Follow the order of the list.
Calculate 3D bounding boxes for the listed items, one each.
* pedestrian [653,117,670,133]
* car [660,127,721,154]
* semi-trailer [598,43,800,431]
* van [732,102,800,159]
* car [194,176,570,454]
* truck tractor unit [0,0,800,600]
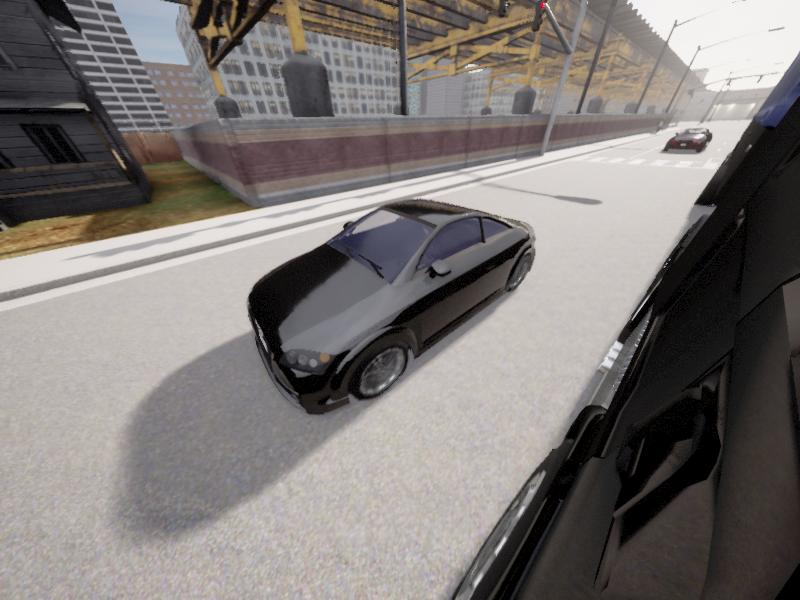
[{"bbox_3d":[37.540,-25.139,33.219,0.751,1.860,0.751,-25,43,-27],"label":"pedestrian"},{"bbox_3d":[21.739,-12.007,17.297,4.181,1.385,1.994,-27,43,-29],"label":"car"},{"bbox_3d":[8.696,-3.590,4.253,14.254,4.402,2.717,-28,44,-30],"label":"semi-trailer"},{"bbox_3d":[23.705,-10.796,14.603,5.915,2.561,1.988,-28,44,-30],"label":"van"},{"bbox_3d":[0.151,-0.541,3.204,4.181,1.385,1.994,-28,44,-30],"label":"car"},{"bbox_3d":[2.645,-0.295,0.351,6.516,4.208,3.053,-28,44,-30],"label":"truck tractor unit"}]
